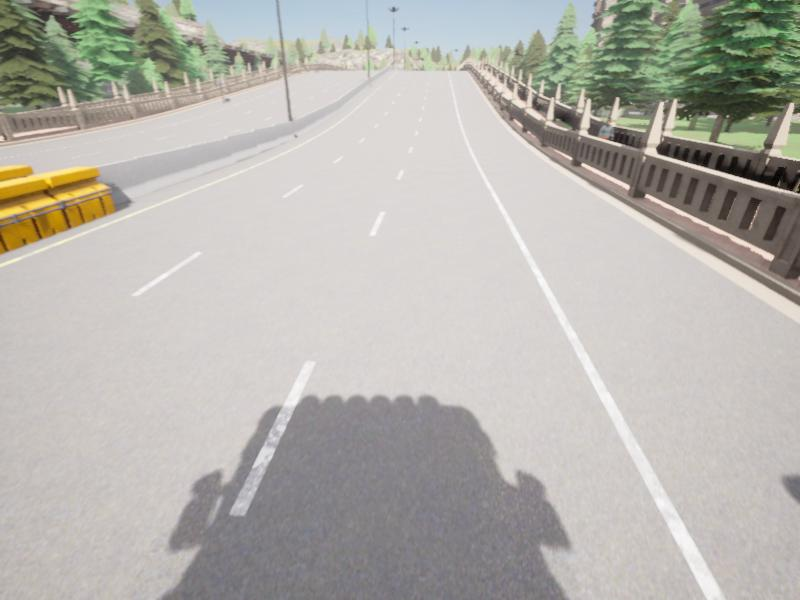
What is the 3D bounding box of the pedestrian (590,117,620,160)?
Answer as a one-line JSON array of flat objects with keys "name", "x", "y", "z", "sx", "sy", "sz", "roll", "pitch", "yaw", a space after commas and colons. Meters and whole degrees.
[{"name": "pedestrian", "x": 9.904, "y": -7.809, "z": 19.386, "sx": 0.751, "sy": 1.860, "sz": 0.751, "roll": 2, "pitch": 27, "yaw": 4}]
